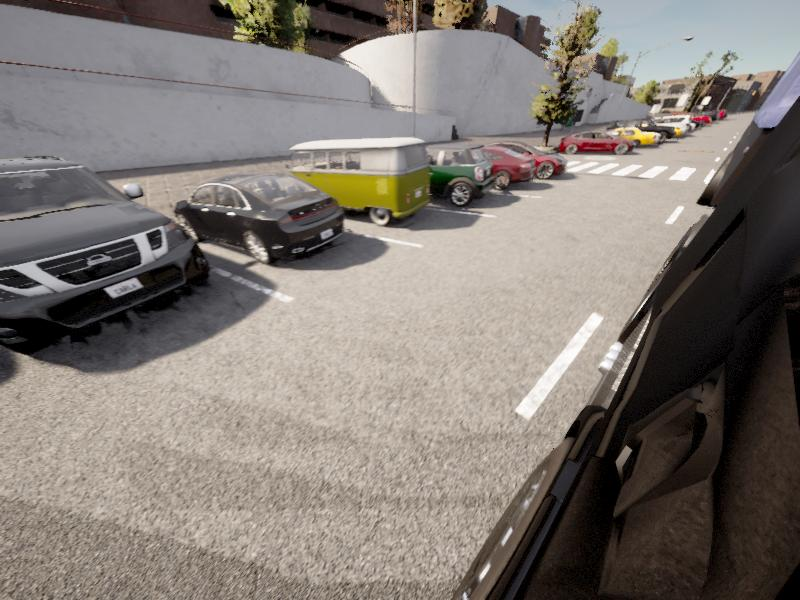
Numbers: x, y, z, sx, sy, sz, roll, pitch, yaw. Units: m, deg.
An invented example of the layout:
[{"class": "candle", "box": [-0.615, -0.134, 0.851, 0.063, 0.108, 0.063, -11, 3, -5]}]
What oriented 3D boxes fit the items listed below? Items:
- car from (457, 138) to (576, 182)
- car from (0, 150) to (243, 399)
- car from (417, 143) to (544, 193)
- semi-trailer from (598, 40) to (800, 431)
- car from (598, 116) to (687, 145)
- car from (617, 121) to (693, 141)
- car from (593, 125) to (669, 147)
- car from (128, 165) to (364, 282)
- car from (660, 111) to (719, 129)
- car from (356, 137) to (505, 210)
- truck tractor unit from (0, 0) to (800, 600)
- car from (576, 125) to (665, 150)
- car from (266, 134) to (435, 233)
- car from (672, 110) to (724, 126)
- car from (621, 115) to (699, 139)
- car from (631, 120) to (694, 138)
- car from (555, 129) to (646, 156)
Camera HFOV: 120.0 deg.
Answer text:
[{"class": "car", "box": [5.586, -7.005, 11.483, 4.792, 1.488, 2.163, 17, 40, 25]}, {"class": "car", "box": [-5.854, -1.159, 3.865, 5.566, 2.045, 2.435, 17, 40, 25]}, {"class": "car", "box": [3.263, -5.778, 9.996, 4.674, 1.452, 2.002, 17, 41, 25]}, {"class": "semi-trailer", "box": [8.696, -3.598, 4.244, 14.254, 4.402, 2.717, -28, 44, -30]}, {"class": "car", "box": [23.955, -17.010, 23.298, 5.566, 2.045, 2.435, 17, 40, 25]}, {"class": "car", "box": [28.692, -19.239, 26.351, 5.366, 1.575, 1.946, 17, 41, 25]}, {"class": "car", "box": [21.639, -15.556, 21.986, 4.674, 1.452, 2.002, 17, 40, 25]}, {"class": "car", "box": [-3.584, -2.170, 5.507, 4.892, 1.521, 2.231, 17, 41, 25]}, {"class": "car", "box": [49.209, -30.753, 39.544, 5.566, 2.045, 2.435, 17, 41, 25]}, {"class": "car", "box": [0.998, -4.692, 8.399, 4.553, 1.767, 2.185, 17, 41, 25]}, {"class": "truck tractor unit", "box": [2.645, -0.295, 0.352, 6.516, 4.208, 3.053, -28, 44, -30]}, {"class": "car", "box": [19.178, -14.408, 20.536, 5.366, 1.575, 1.946, 17, 41, 25]}, {"class": "car", "box": [-1.418, -3.598, 6.913, 4.442, 1.987, 1.878, 17, 41, 25]}, {"class": "car", "box": [58.331, -35.772, 45.450, 5.566, 2.045, 2.435, 17, 41, 25]}, {"class": "car", "box": [30.792, -20.732, 27.776, 5.566, 2.045, 2.435, 17, 41, 25]}, {"class": "car", "box": [33.100, -21.751, 29.422, 4.792, 1.488, 2.163, 17, 41, 25]}, {"class": "car", "box": [14.773, -11.886, 17.475, 4.792, 1.488, 2.163, 17, 40, 25]}]
